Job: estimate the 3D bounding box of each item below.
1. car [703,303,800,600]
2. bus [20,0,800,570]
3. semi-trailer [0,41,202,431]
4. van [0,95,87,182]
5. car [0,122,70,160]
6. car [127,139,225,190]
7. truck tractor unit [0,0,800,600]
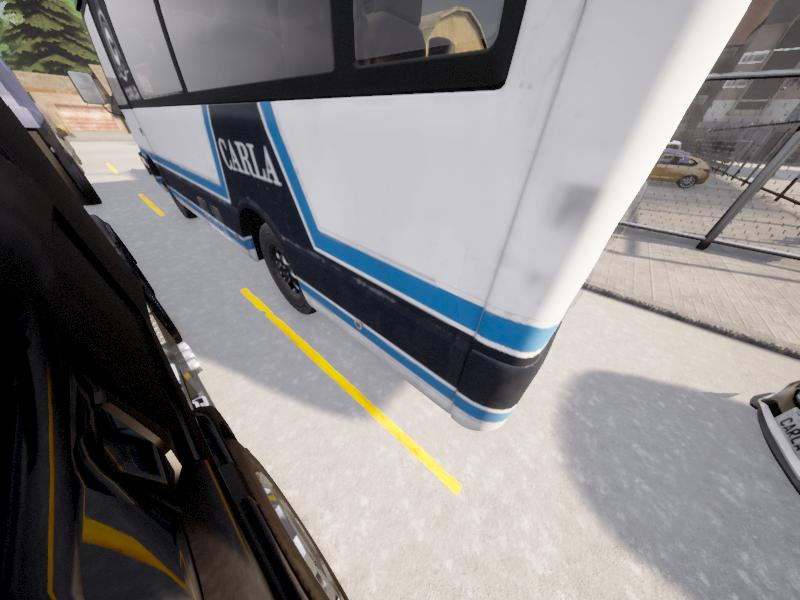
[{"bbox_3d":[4.897,1.693,0.419,4.902,1.511,2.128,25,42,27],"label":"car"},{"bbox_3d":[-2.151,-3.030,4.007,10.273,4.253,3.944,29,44,31],"label":"bus"},{"bbox_3d":[-8.708,-3.598,4.218,14.254,4.402,2.717,28,44,30],"label":"semi-trailer"},{"bbox_3d":[-16.117,-7.077,9.990,5.915,2.561,1.988,30,44,32],"label":"van"},{"bbox_3d":[-21.592,-9.211,13.312,3.705,1.549,1.789,21,40,22],"label":"car"},{"bbox_3d":[-9.700,-5.984,9.956,4.718,1.301,1.895,30,44,31],"label":"car"},{"bbox_3d":[-2.645,-0.295,0.351,6.516,4.208,3.053,28,44,30],"label":"truck tractor unit"}]
